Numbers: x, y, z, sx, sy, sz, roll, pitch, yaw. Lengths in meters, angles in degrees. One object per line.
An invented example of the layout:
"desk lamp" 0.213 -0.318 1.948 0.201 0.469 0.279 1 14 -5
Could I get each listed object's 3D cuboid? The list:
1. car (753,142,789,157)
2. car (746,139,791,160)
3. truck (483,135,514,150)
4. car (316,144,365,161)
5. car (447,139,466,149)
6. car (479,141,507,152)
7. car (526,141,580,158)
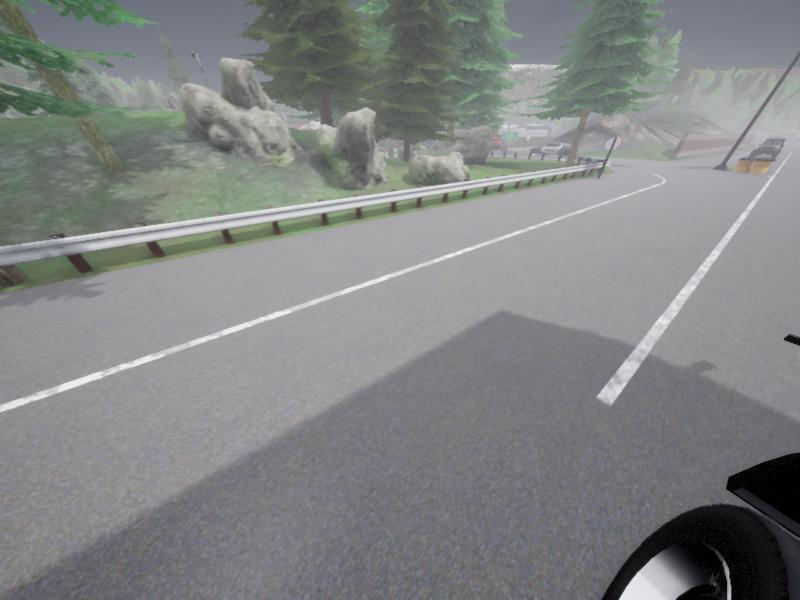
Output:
"car" 47.107 -19.170 29.347 3.705 1.549 1.789 -22 41 -28
"car" 42.278 -17.339 26.498 3.866 1.878 1.905 -22 41 -28
"truck" 20.086 -32.120 47.121 5.204 2.467 2.627 -19 39 -25
"car" -7.200 -18.282 28.500 5.366 1.575 1.801 -22 41 -28
"car" 13.310 -36.921 54.501 3.866 1.878 1.905 -23 41 -28
"car" 16.942 -28.024 42.200 4.792 1.488 2.163 -22 41 -28
"car" 18.495 -18.425 28.203 2.038 1.542 4.974 -22 41 -28
